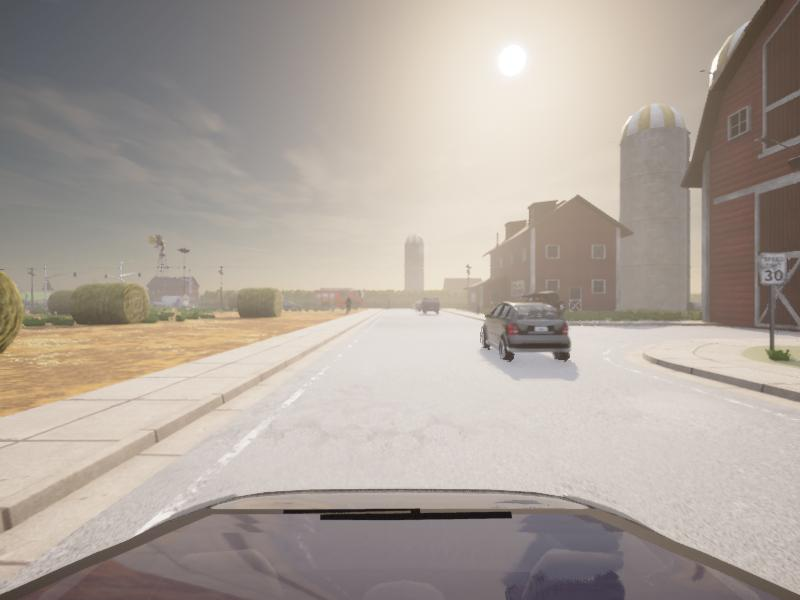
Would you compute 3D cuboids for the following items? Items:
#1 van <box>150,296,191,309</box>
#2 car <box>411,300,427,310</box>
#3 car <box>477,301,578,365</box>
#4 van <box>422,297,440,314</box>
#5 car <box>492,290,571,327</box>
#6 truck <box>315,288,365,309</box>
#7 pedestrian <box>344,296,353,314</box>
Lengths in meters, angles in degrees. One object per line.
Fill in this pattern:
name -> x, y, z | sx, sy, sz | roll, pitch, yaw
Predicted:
van -> -43.444, 0.445, 75.854 | 6.366, 2.431, 2.351 | 0, 0, 3
car -> 3.215, 0.818, 67.942 | 1.930, 1.638, 5.238 | 0, 0, -7
car -> 3.520, 0.819, 11.746 | 1.789, 1.549, 3.705 | 0, 0, 0
van -> 3.582, 0.627, 47.093 | 1.775, 1.987, 4.442 | 0, 0, 0
car -> 7.705, 0.502, 23.637 | 1.905, 1.878, 3.866 | -8, 3, -42
truck -> -10.680, -0.251, 71.667 | 8.468, 3.827, 2.891 | 0, 0, 1
pedestrian -> -5.305, 0.510, 41.462 | 0.751, 1.860, 0.751 | 0, 0, 5
